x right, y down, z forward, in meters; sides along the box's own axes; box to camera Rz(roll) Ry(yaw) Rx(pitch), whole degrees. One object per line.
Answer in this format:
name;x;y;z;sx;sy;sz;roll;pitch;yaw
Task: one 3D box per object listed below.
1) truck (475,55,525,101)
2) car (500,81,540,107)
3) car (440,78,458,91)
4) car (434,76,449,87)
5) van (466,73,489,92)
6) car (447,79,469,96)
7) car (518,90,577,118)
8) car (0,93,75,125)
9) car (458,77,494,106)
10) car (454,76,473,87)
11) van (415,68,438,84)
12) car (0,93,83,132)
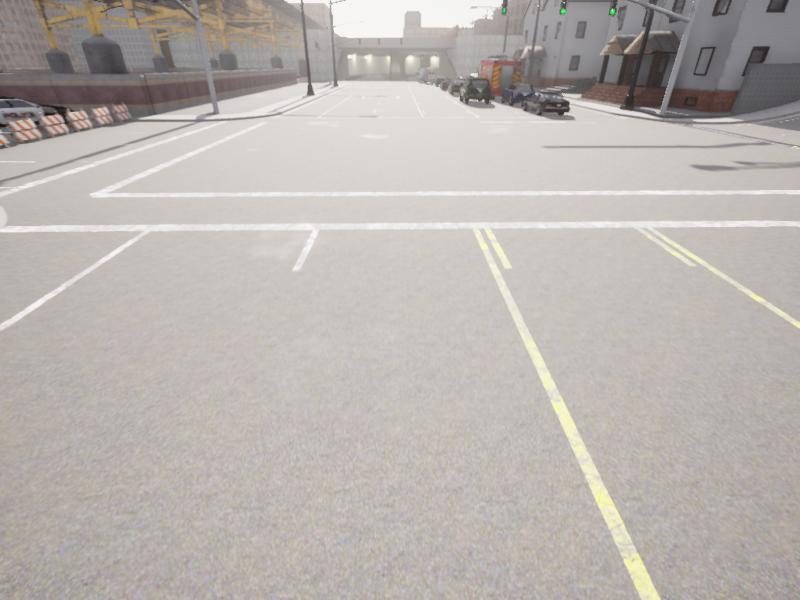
truck;10.327;-23.602;42.383;2.891;3.827;8.468;0;31;0
car;10.358;-18.060;34.961;2.097;1.767;4.553;0;30;0
car;6.755;-30.043;55.727;1.994;1.385;4.181;0;30;0
car;6.710;-35.692;65.214;1.837;1.490;4.892;0;30;0
van;10.269;-28.993;53.311;2.069;2.038;4.480;0;31;0
car;6.800;-25.009;47.047;1.837;1.490;4.892;0;30;0
car;10.415;-14.170;28.748;2.033;1.411;5.357;-1;31;-3
car;-20.334;-10.067;21.051;1.853;1.218;4.536;15;34;24
car;6.851;-19.162;36.564;2.150;2.045;5.566;0;31;0
car;10.213;-35.393;64.707;2.128;1.511;4.902;0;30;0
van;4.940;-42.547;75.930;2.351;2.431;6.366;-8;32;-15
car;-20.310;-9.954;21.171;2.038;1.542;4.974;15;34;24
